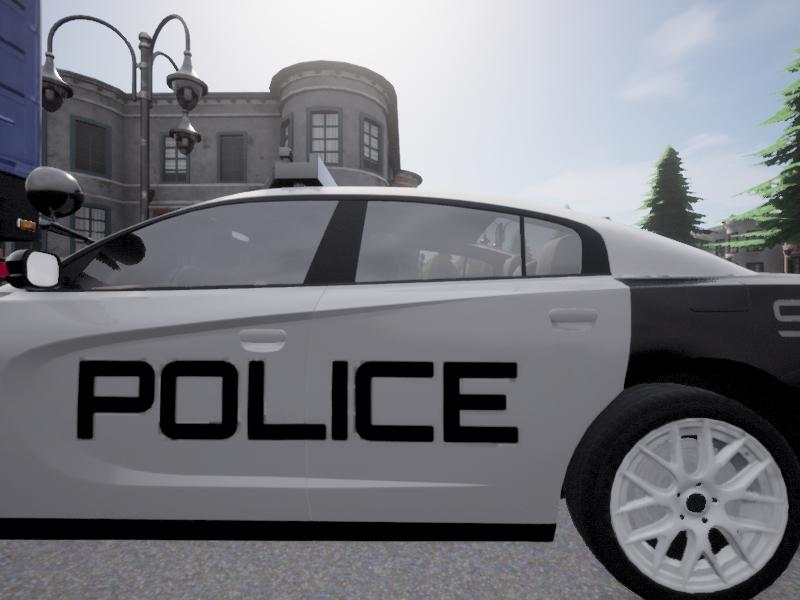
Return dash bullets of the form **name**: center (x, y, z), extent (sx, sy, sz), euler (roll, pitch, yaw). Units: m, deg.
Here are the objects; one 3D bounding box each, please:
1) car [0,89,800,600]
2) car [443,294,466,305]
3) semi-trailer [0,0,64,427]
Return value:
- **car**: center (-0.593, 0.180, 2.208), extent (5.238, 1.638, 1.930), euler (0, 0, 1)
- **car**: center (9.832, -0.067, 72.679), extent (2.150, 2.045, 5.566), euler (0, 0, -15)
- **semi-trailer**: center (-10.202, -1.218, 2.398), extent (14.254, 4.402, 2.717), euler (0, 0, 1)
